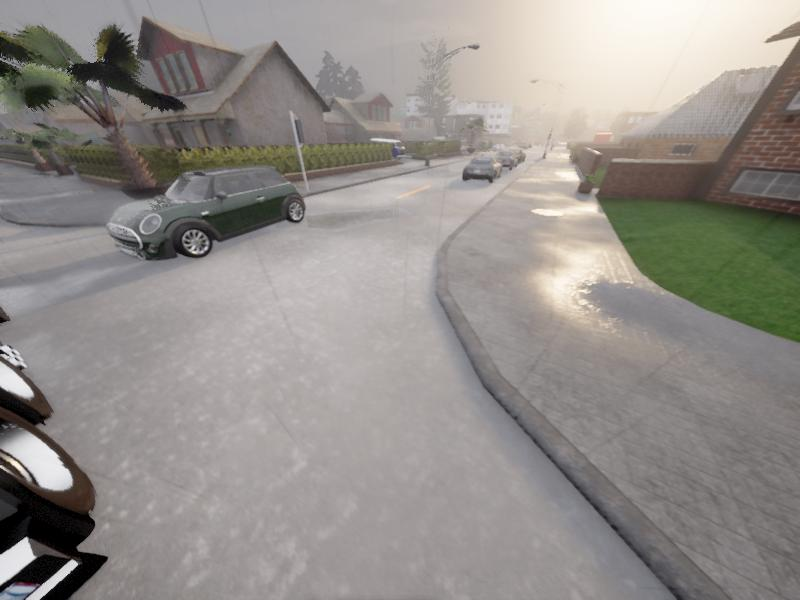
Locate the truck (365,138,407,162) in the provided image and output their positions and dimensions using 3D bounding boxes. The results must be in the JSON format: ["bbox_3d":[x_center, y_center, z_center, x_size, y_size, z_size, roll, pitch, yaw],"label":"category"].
[{"bbox_3d":[-1.629,-17.797,27.321,4.478,2.038,2.069,20,40,23],"label":"truck"}]

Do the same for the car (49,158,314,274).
[{"bbox_3d":[-4.981,-2.704,6.362,2.097,1.767,4.553,15,38,21],"label":"car"}]

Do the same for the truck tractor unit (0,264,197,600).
[{"bbox_3d":[-5.110,-0.302,0.780,6.516,4.208,3.053,18,39,24],"label":"truck tractor unit"}]

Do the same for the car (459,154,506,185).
[{"bbox_3d":[5.587,-8.822,15.431,1.994,1.385,4.181,16,38,22],"label":"car"}]

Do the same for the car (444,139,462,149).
[{"bbox_3d":[13.317,-39.565,58.519,3.866,1.878,1.905,-15,37,-20],"label":"car"}]

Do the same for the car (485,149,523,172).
[{"bbox_3d":[9.582,-12.752,21.019,2.033,1.411,5.357,18,39,24],"label":"car"}]

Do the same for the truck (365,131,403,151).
[{"bbox_3d":[-3.738,-37.657,54.794,8.468,3.827,2.891,18,39,24],"label":"truck"}]

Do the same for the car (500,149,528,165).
[{"bbox_3d":[12.940,-16.236,26.081,1.895,1.301,4.718,19,39,25],"label":"car"}]
